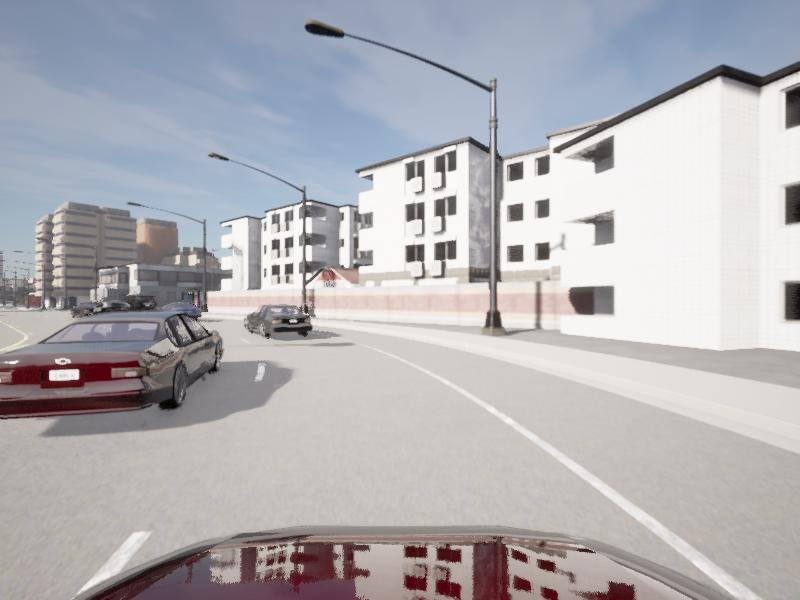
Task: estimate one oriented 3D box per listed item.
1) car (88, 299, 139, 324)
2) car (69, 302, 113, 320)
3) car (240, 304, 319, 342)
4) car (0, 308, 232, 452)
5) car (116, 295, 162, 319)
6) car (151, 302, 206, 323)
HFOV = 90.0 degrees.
[{"bbox_3d":[-20.780,0.775,28.914,5.238,1.638,1.930,0,0,43],"label":"car"},{"bbox_3d":[-26.385,0.900,34.061,5.357,1.411,2.033,0,0,42],"label":"car"},{"bbox_3d":[-5.594,0.894,18.045,2.033,1.411,5.357,0,0,-32],"label":"car"},{"bbox_3d":[-4.422,0.895,6.935,2.033,1.411,5.357,0,0,-15],"label":"car"},{"bbox_3d":[-23.972,0.572,36.595,5.566,2.045,2.150,0,0,42],"label":"car"},{"bbox_3d":[-16.630,0.896,29.877,5.357,1.411,2.033,0,0,43],"label":"car"}]
